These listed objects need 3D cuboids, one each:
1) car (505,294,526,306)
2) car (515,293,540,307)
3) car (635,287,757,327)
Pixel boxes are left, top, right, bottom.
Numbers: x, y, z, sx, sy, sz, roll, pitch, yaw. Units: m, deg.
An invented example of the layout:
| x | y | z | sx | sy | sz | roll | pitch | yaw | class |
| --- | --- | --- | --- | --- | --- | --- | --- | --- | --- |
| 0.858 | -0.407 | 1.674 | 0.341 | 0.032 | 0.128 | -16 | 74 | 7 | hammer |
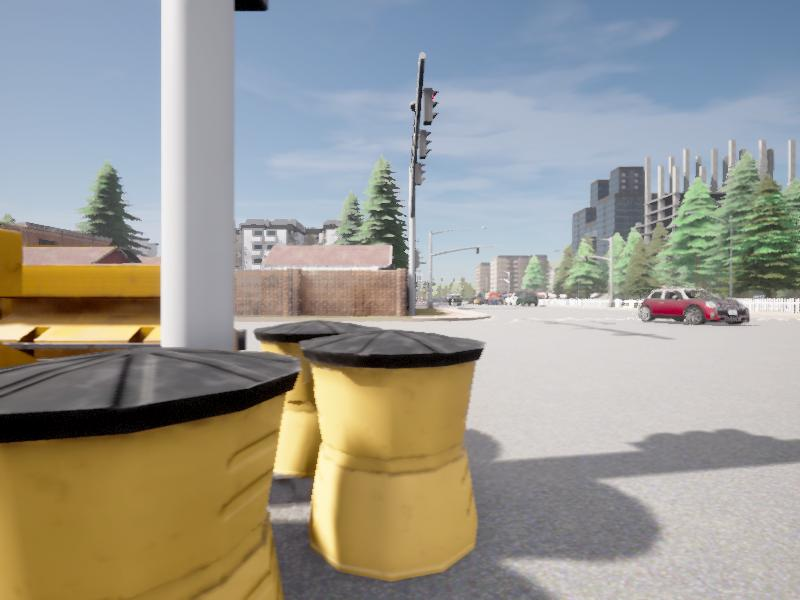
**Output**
| x | y | z | sx | sy | sz | roll | pitch | yaw | class |
| --- | --- | --- | --- | --- | --- | --- | --- | --- | --- |
| 19.688 | -0.027 | 68.618 | 2.150 | 2.045 | 5.566 | 0 | 0 | 2 | car |
| 19.480 | -0.027 | 61.317 | 2.150 | 2.045 | 5.566 | 0 | 0 | 1 | car |
| 11.979 | 0.256 | 16.567 | 1.970 | 1.475 | 3.806 | 0 | 0 | -8 | car |
